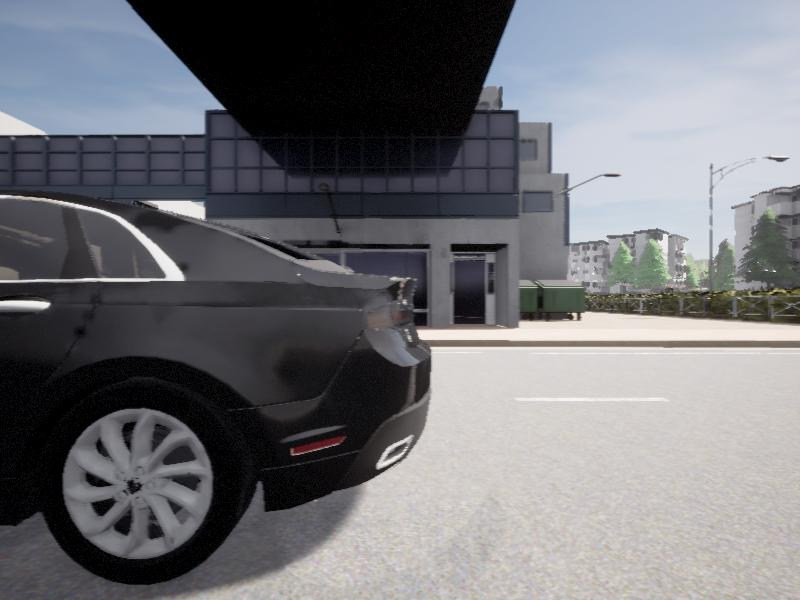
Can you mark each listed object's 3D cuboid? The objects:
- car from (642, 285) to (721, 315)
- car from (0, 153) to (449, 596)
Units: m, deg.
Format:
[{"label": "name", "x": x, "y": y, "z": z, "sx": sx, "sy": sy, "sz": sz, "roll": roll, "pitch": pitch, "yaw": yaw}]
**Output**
[{"label": "car", "x": 21.119, "y": -0.010, "z": 30.419, "sx": 2.150, "sy": 2.045, "sz": 5.566, "roll": 0, "pitch": 0, "yaw": 1}, {"label": "car", "x": -2.273, "y": 0.241, "z": 2.289, "sx": 4.892, "sy": 1.490, "sz": 1.837, "roll": 0, "pitch": 0, "yaw": 1}]
